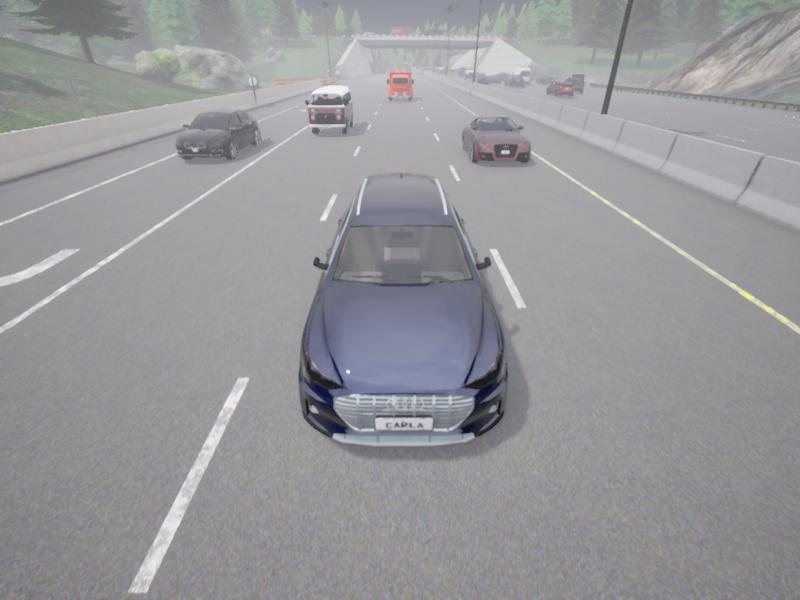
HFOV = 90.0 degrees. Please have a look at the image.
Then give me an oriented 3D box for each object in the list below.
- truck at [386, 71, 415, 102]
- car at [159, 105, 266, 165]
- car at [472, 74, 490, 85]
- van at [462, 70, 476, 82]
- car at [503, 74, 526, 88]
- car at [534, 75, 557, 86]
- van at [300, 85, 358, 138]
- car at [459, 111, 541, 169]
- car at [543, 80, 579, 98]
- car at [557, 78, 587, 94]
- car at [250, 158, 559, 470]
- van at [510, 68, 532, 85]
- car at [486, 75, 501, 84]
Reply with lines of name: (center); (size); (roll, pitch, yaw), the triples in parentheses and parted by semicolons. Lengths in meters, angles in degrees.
truck: (0.029, -20.693, 38.677); (2.627, 2.467, 5.204); (0, 30, 0)
car: (-6.982, -6.561, 15.620); (1.837, 1.490, 4.892); (0, 31, 0)
car: (14.049, -38.374, 69.658); (2.038, 1.542, 4.974); (0, 31, 0)
van: (14.056, -45.576, 81.396); (2.069, 2.038, 4.480); (0, 30, 0)
car: (17.544, -33.647, 61.363); (2.097, 1.767, 4.553); (0, 30, 0)
car: (24.549, -37.145, 67.592); (2.128, 1.511, 4.902); (0, 31, 0)
van: (-3.462, -9.767, 20.533); (2.069, 2.038, 4.480); (0, 30, 0)
car: (3.516, -6.093, 14.954); (1.994, 1.385, 4.181); (0, 30, 0)
car: (17.531, -23.142, 43.775); (2.007, 1.525, 4.514); (0, 30, 0)
car: (21.040, -26.354, 49.156); (1.851, 1.617, 3.988); (0, 30, 0)
car: (0.023, -0.472, 5.146); (2.033, 1.649, 4.856); (0, 30, 0)
van: (21.053, -39.091, 69.882); (1.988, 2.561, 5.915); (0, 30, 0)
car: (17.553, -41.577, 75.256); (1.994, 1.385, 4.181); (0, 30, 0)
